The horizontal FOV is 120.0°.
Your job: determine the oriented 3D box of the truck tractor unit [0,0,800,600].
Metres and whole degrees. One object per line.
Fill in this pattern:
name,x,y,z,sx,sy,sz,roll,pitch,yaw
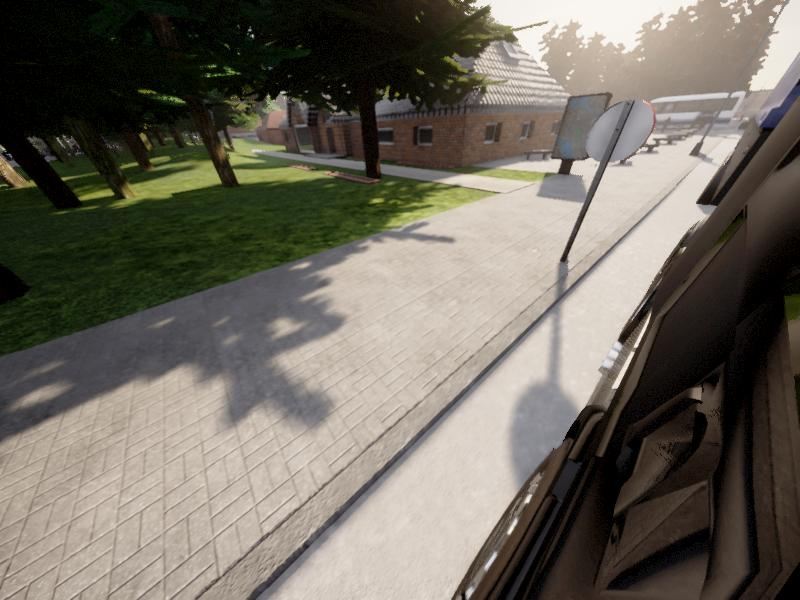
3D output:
truck tractor unit,2.645,-0.295,0.351,6.516,4.208,3.053,-28,44,-30

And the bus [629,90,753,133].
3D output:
bus,41.708,-27.491,34.179,10.273,4.253,3.944,25,45,32

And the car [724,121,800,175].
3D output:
car,17.396,-7.144,10.694,4.611,1.667,2.242,-30,45,-32

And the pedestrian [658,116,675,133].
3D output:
pedestrian,37.199,-24.546,32.300,0.751,1.860,0.751,-28,44,-30

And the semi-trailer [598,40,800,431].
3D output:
semi-trailer,8.692,-3.610,4.233,14.254,4.402,2.717,-28,44,-30
